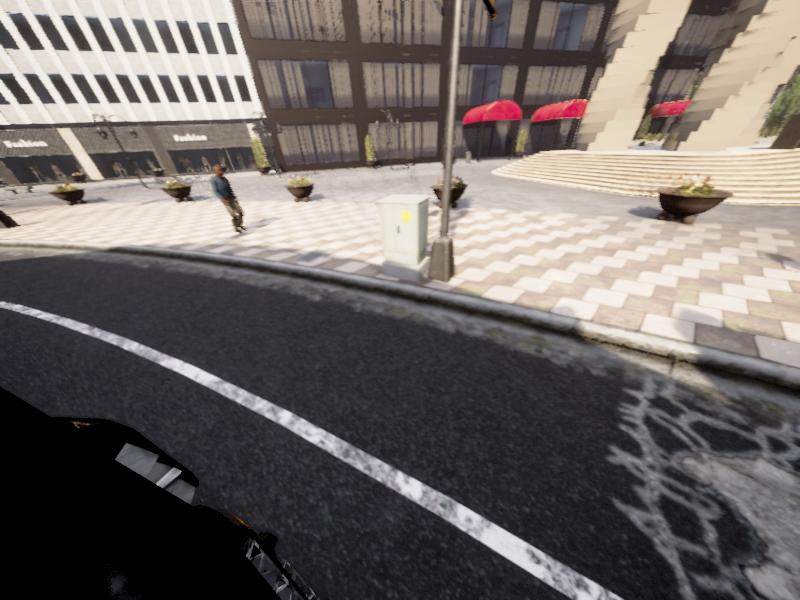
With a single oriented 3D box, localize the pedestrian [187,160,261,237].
[{"bbox_3d":[-4.863,-2.838,6.542,0.751,1.860,0.751,9,35,17],"label":"pedestrian"}]
